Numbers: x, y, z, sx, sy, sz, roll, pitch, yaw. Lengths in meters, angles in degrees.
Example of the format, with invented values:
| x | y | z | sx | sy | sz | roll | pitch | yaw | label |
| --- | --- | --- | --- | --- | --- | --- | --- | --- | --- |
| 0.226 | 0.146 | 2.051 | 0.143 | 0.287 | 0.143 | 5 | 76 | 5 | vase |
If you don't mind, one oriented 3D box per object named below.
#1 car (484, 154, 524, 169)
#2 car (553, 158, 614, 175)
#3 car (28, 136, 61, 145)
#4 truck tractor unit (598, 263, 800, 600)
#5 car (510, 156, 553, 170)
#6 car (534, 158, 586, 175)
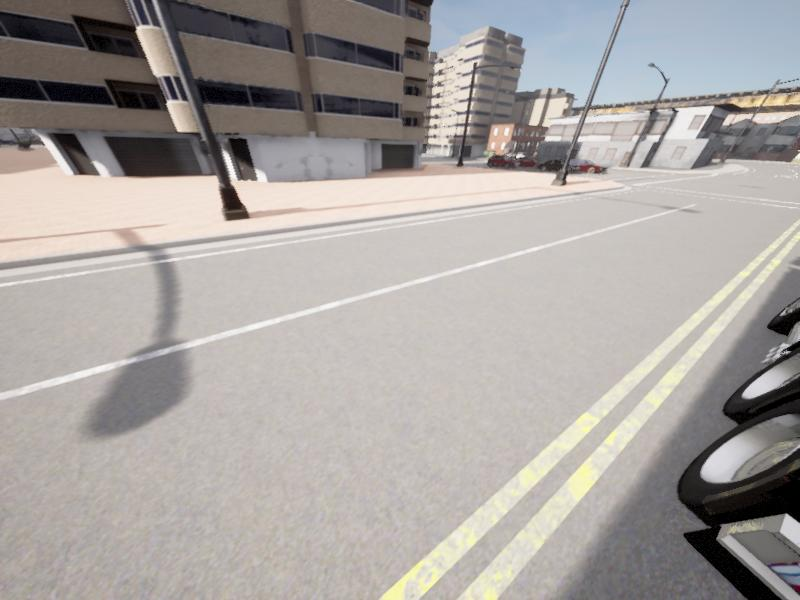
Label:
| x | y | z | sx | sy | sz | roll | pitch | yaw | label |
| --- | --- | --- | --- | --- | --- | --- | --- | --- | --- |
| 14.825 | -19.929 | 33.233 | 2.033 | 1.649 | 4.856 | -18 | 38 | -26 | car |
| 22.445 | -16.558 | 28.570 | 2.033 | 1.411 | 5.357 | -18 | 38 | -26 | car |
| -86.441 | -38.928 | 56.335 | 2.038 | 1.542 | 4.974 | -12 | 37 | -20 | car |
| 5.210 | -0.167 | 0.806 | 6.516 | 4.208 | 3.053 | -15 | 43 | -26 | truck tractor unit |
| 18.896 | -19.847 | 33.350 | 2.163 | 1.488 | 4.792 | -18 | 38 | -26 | car |
| 18.983 | -16.052 | 27.653 | 1.812 | 1.442 | 4.674 | -18 | 38 | -26 | car |
